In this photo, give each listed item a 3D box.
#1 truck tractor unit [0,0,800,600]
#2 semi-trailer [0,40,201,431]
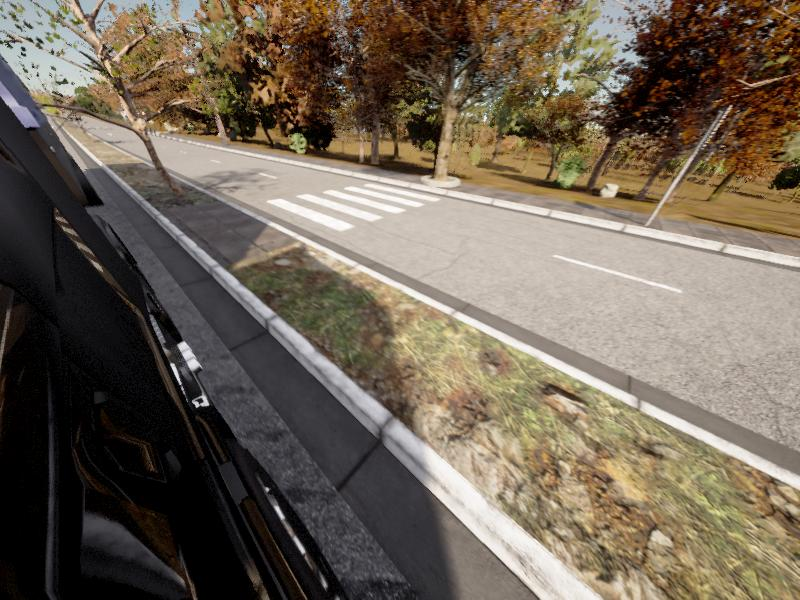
[{"bbox_3d":[-2.645,-0.295,0.352,6.516,4.208,3.053,28,44,30],"label":"truck tractor unit"},{"bbox_3d":[-8.705,-3.574,4.260,14.254,4.402,2.717,28,43,30],"label":"semi-trailer"}]
